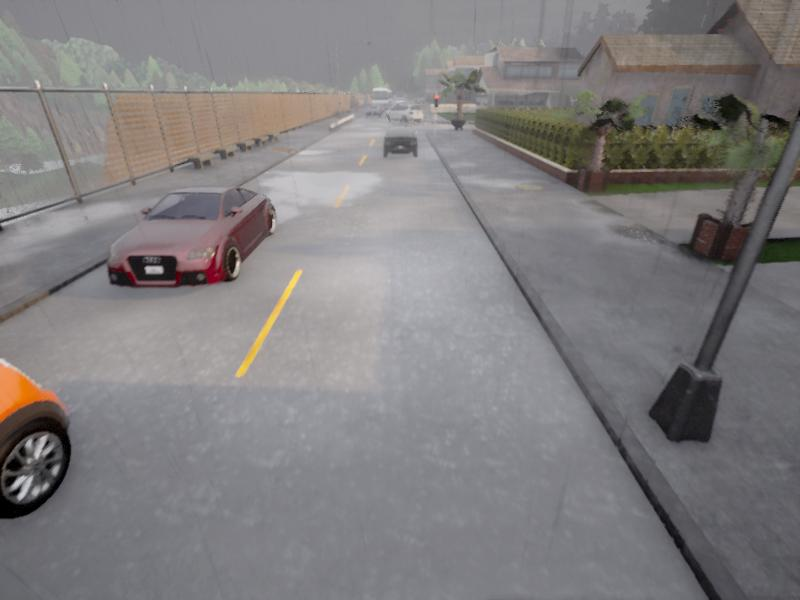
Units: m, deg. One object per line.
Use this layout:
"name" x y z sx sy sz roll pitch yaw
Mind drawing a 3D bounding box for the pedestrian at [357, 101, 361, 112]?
"pedestrian" -7.757 -36.711 75.866 0.751 1.860 0.751 0 27 0

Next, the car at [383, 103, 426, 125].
"car" 0.456 -21.993 47.234 2.150 2.045 5.566 -20 33 -31

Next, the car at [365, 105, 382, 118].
"car" -3.911 -28.376 60.154 2.152 1.651 5.027 1 27 1

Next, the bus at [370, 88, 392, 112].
"bus" -3.781 -41.342 82.523 3.944 4.253 10.273 0 27 0

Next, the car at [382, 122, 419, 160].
"car" 0.029 -9.093 22.666 1.882 1.535 5.008 0 27 0

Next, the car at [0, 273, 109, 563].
"car" -3.961 1.610 1.553 2.097 1.767 4.553 0 27 0

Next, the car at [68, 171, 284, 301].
"car" -3.991 -1.551 8.178 1.994 1.385 4.181 0 27 0
